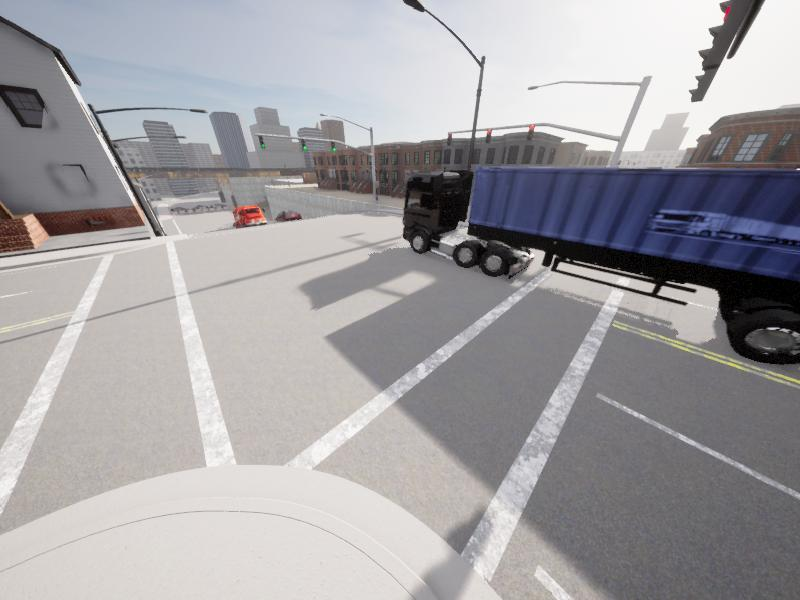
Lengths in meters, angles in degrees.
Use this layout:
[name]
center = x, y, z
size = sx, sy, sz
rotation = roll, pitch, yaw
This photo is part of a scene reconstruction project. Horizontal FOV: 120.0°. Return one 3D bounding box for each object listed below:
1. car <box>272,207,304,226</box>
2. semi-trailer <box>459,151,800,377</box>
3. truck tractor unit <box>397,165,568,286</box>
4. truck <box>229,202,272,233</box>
[car]
center = -13.506, -9.966, 27.692
size = 1.994, 1.385, 4.181
rotation = -26, 26, -36
[semi-trailer]
center = 8.708, -1.337, 6.209
size = 2.717, 4.402, 14.254
rotation = -26, 39, -37
[truck tractor unit]
center = 3.204, -4.095, 11.179
size = 3.053, 4.208, 6.516
rotation = -26, 39, -37
[truck]
center = -17.447, -9.513, 26.844
size = 2.627, 2.467, 5.204
rotation = -27, 26, -37
